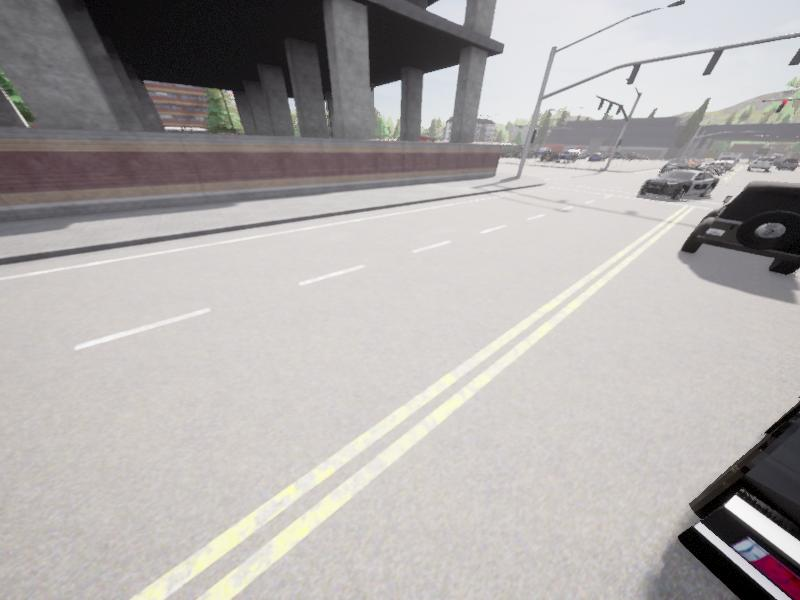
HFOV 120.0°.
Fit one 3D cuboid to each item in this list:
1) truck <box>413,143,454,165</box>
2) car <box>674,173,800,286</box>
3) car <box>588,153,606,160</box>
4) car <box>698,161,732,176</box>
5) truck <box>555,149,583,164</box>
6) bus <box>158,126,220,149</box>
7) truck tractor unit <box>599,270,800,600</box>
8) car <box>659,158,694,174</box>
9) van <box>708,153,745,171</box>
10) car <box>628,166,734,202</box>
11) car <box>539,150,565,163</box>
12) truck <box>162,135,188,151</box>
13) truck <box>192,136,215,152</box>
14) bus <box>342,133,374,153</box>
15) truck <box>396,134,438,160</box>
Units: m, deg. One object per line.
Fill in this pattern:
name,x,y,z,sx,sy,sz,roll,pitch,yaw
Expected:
truck,4.633,-20.948,33.058,2.627,2.467,5.204,-22,41,-31
car,9.660,-2.145,6.193,3.866,1.878,1.905,-22,41,-31
car,52.571,-38.370,61.588,5.357,1.415,2.033,-22,41,-31
car,41.422,-17.375,30.386,3.806,1.475,1.970,-22,41,-31
truck,30.050,-25.565,41.151,4.478,2.038,2.069,-22,41,-31
bus,-51.516,-39.876,56.991,10.273,4.253,3.944,-22,41,-31
truck tractor unit,5.244,-0.129,0.784,6.516,4.208,3.053,-10,30,-21
car,38.060,-18.536,31.819,4.856,1.649,2.033,-22,41,-31
van,54.122,-22.933,38.285,6.366,2.431,2.351,-22,41,-31
car,17.380,-7.327,14.364,5.238,1.638,1.930,-11,36,-18
car,28.248,-26.797,43.056,4.605,1.855,1.932,-22,41,-31
truck,-42.390,-29.647,43.631,2.615,2.467,5.204,-22,41,-31
truck,-38.953,-31.038,45.831,2.615,2.467,5.204,-22,41,-31
bus,-11.720,-43.613,64.138,3.944,4.253,10.273,-22,41,-31
truck,2.927,-29.276,44.047,2.891,3.827,8.468,-22,41,-31
